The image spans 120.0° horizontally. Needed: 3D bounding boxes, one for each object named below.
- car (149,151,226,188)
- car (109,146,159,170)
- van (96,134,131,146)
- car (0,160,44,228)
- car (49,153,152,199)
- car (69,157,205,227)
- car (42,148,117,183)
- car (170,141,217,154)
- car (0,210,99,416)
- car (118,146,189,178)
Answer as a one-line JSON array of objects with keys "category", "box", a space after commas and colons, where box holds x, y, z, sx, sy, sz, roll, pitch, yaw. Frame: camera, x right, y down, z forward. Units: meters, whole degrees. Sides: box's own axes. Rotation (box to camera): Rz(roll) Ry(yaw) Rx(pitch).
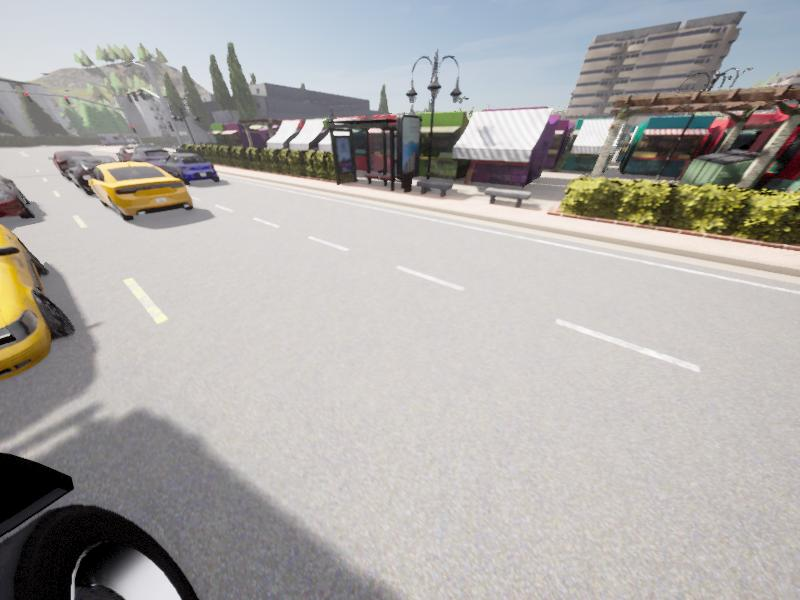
[{"category": "car", "box": [-12.540, -7.797, 13.626, 4.193, 1.474, 1.816, 23, 41, 29]}, {"category": "car", "box": [-22.651, -12.143, 19.667, 3.633, 1.501, 1.845, 25, 42, 31]}, {"category": "van", "box": [-76.204, -42.624, 61.627, 1.988, 2.561, 5.915, -2, 35, -3]}, {"category": "car", "box": [-14.023, -3.454, 7.428, 4.792, 1.488, 2.163, 23, 41, 29]}, {"category": "car", "box": [-14.982, -6.350, 11.540, 4.792, 1.488, 2.163, 23, 41, 28]}, {"category": "car", "box": [-9.521, -4.098, 8.337, 5.008, 1.535, 1.882, 22, 41, 28]}, {"category": "car", "box": [-20.527, -8.697, 14.778, 5.008, 1.535, 1.882, 23, 41, 28]}, {"category": "car", "box": [-33.032, -24.536, 37.123, 2.152, 1.651, 5.027, 25, 42, 31]}, {"category": "car", "box": [-6.366, -0.300, 2.950, 5.366, 1.575, 1.801, 23, 40, 27]}, {"category": "car", "box": [-17.832, -10.085, 16.700, 4.856, 1.649, 2.033, 23, 41, 28]}]
